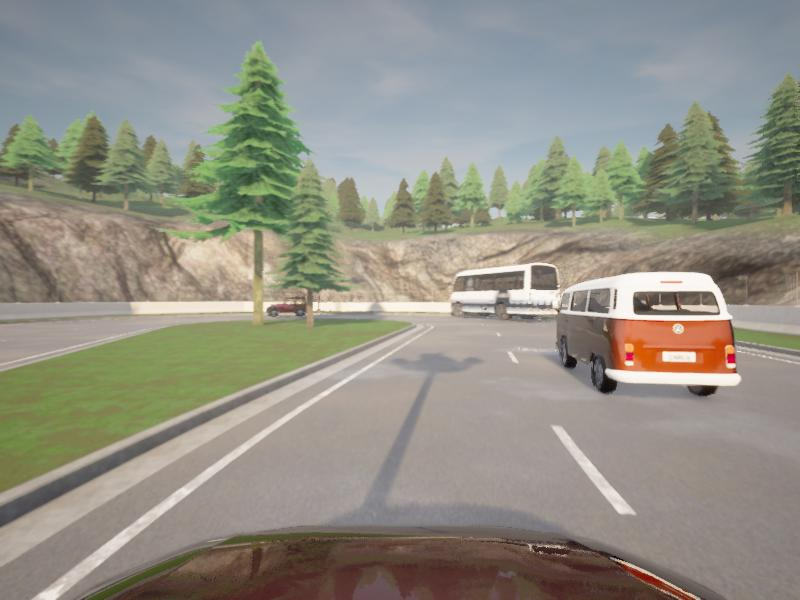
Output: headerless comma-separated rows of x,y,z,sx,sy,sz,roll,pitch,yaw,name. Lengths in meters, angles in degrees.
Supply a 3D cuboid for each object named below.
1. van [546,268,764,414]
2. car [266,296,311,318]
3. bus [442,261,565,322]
4.437,0.574,7.975,2.069,2.038,4.480,0,0,10,van
-10.116,0.626,36.308,3.866,1.878,1.905,0,0,-17,car
7.995,-0.536,33.064,3.944,4.253,10.273,2,-1,-27,bus
